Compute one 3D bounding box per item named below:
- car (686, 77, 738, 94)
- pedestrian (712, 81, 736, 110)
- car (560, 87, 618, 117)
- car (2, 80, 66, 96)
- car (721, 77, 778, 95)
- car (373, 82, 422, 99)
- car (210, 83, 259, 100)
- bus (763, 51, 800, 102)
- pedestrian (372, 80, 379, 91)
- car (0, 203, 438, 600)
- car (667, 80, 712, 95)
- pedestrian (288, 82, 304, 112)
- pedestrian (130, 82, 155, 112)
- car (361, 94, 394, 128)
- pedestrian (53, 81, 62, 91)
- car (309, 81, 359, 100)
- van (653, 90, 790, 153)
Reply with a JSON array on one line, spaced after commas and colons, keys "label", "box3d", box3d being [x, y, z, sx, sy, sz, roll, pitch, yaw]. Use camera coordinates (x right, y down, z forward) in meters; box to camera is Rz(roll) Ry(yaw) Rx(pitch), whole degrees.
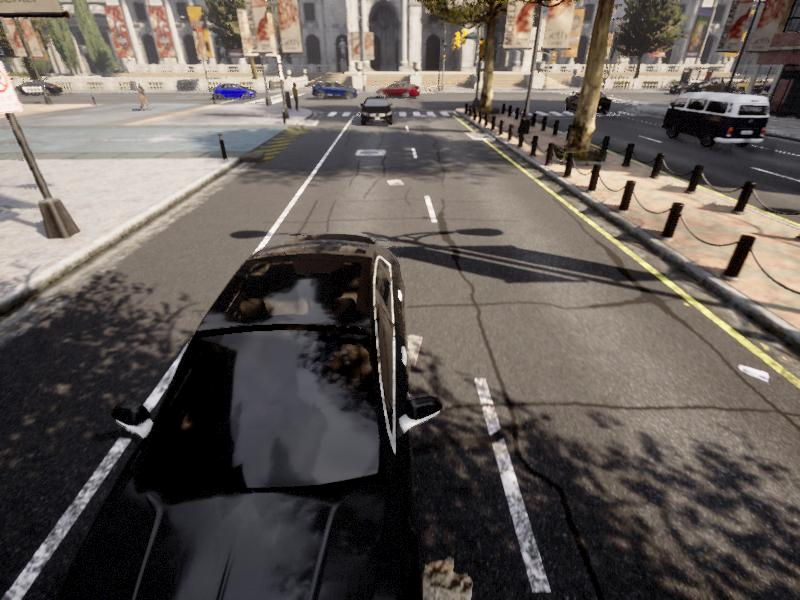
[{"label": "car", "box3d": [35.422, -24.352, 45.474, 3.988, 1.617, 1.851, -1, 30, -1]}, {"label": "pedestrian", "box3d": [24.081, -15.183, 29.757, 0.751, 1.860, 0.751, 23, 37, 33]}, {"label": "car", "box3d": [13.697, -14.644, 29.410, 1.930, 1.638, 5.238, 1, 30, 2]}, {"label": "car", "box3d": [-43.005, -24.930, 47.103, 4.974, 1.542, 2.038, -4, 31, -7]}, {"label": "car", "box3d": [42.450, -26.062, 48.683, 4.605, 1.855, 1.932, -1, 30, -1]}, {"label": "car", "box3d": [-0.248, -22.719, 43.394, 4.792, 1.488, 2.163, 12, 32, 20]}, {"label": "car", "box3d": [-17.168, -21.753, 41.762, 4.193, 1.474, 1.816, -1, 30, -1]}, {"label": "bus", "box3d": [43.109, -21.858, 39.131, 10.273, 4.253, 3.944, -1, 30, -1]}, {"label": "pedestrian", "box3d": [-3.214, -28.409, 52.958, 0.751, 1.300, 0.751, 1, 30, 1]}, {"label": "car", "box3d": [-0.836, 0.628, 3.445, 1.837, 1.490, 4.892, -1, 30, -1]}, {"label": "car", "box3d": [35.145, -25.831, 48.655, 3.806, 1.475, 1.970, -1, 30, -1]}, {"label": "pedestrian", "box3d": [-7.544, -14.730, 29.010, 0.751, 1.860, 0.751, -1, 30, -2]}, {"label": "pedestrian", "box3d": [-18.550, -14.657, 28.894, 0.751, 1.860, 0.751, 4, 31, 7]}, {"label": "car", "box3d": [-1.422, -11.661, 24.519, 1.812, 1.442, 4.674, -2, 30, -3]}, {"label": "pedestrian", "box3d": [-46.093, -28.764, 53.800, 0.500, 1.100, 0.500, -10, 32, -16]}, {"label": "car", "box3d": [-6.821, -21.924, 41.894, 4.856, 1.649, 2.033, 0, 30, -1]}, {"label": "van", "box3d": [13.779, -8.013, 17.680, 2.069, 2.038, 4.480, -1, 31, -1]}]
